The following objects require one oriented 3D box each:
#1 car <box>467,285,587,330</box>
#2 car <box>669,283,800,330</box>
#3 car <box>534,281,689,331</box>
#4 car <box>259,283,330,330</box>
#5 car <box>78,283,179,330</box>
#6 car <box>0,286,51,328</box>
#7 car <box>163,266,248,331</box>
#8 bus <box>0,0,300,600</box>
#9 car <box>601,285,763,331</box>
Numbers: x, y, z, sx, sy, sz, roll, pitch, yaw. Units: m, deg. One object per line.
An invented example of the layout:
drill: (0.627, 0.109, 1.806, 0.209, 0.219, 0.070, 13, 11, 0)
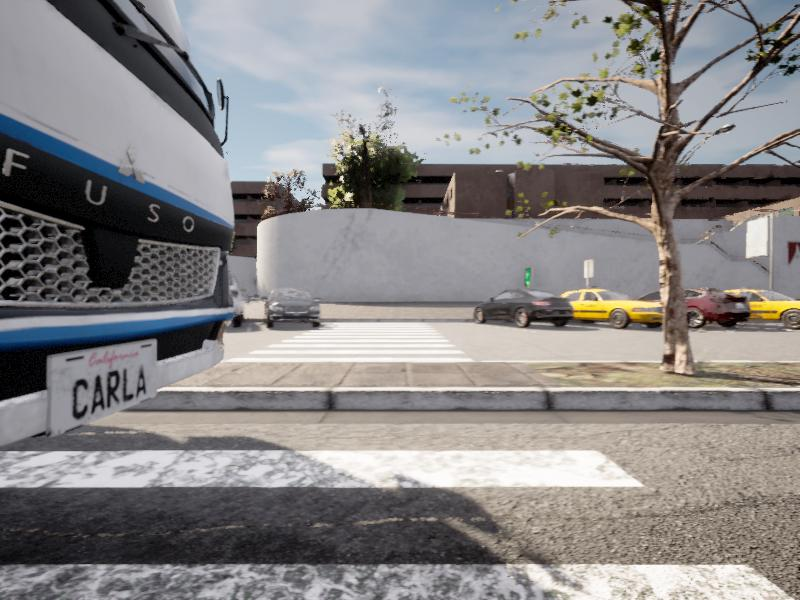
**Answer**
car: (4.667, 0.279, 15.584, 2.002, 1.452, 4.674, 0, -1, -20)
car: (13.682, 0.252, 15.410, 1.946, 1.575, 5.366, 1, -1, -20)
car: (7.716, 0.237, 15.414, 1.946, 1.575, 5.366, 1, -1, -20)
car: (-4.273, 0.242, 15.602, 2.231, 1.521, 4.892, 0, -1, -20)
car: (-10.239, 0.253, 15.601, 2.097, 1.535, 5.008, 0, -1, -20)
car: (-16.272, 0.274, 15.771, 1.946, 1.575, 5.366, 0, -1, -20)
car: (-7.275, -0.006, 15.623, 2.435, 2.045, 5.566, 0, -1, -20)
bus: (-6.085, -1.128, 1.822, 10.273, 4.253, 3.944, 0, 0, 0)
car: (10.620, 0.280, 15.612, 2.163, 1.488, 4.792, 0, -1, -20)
